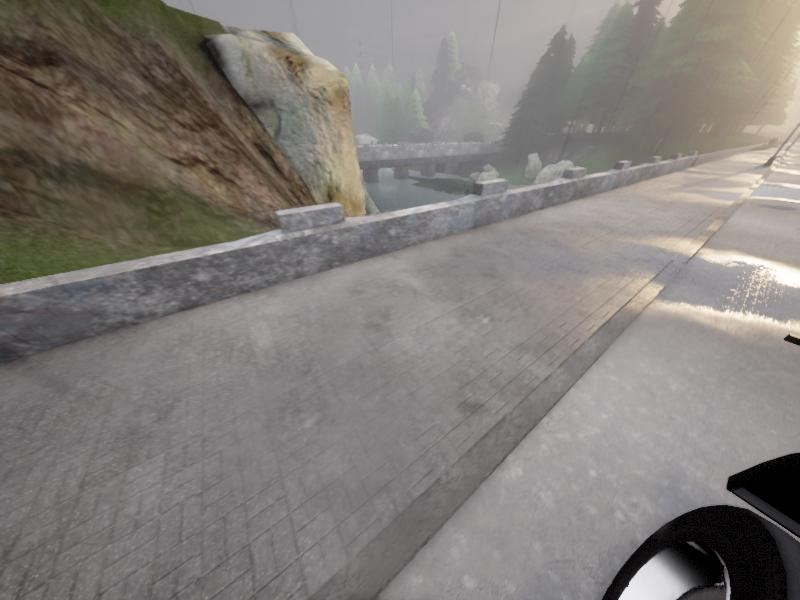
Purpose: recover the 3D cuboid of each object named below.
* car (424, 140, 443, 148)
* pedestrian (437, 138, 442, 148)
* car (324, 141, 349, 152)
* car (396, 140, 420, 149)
[{"bbox_3d":[8.837,-41.471,61.369,4.792,1.488,2.163,-22,41,-28],"label":"car"},{"bbox_3d":[8.888,-35.248,51.988,0.751,1.860,0.751,-21,40,-27],"label":"pedestrian"},{"bbox_3d":[-12.407,-30.071,45.256,3.988,1.617,1.851,-22,41,-28],"label":"car"},{"bbox_3d":[1.821,-35.874,53.344,5.238,1.638,1.930,-22,41,-28],"label":"car"}]
